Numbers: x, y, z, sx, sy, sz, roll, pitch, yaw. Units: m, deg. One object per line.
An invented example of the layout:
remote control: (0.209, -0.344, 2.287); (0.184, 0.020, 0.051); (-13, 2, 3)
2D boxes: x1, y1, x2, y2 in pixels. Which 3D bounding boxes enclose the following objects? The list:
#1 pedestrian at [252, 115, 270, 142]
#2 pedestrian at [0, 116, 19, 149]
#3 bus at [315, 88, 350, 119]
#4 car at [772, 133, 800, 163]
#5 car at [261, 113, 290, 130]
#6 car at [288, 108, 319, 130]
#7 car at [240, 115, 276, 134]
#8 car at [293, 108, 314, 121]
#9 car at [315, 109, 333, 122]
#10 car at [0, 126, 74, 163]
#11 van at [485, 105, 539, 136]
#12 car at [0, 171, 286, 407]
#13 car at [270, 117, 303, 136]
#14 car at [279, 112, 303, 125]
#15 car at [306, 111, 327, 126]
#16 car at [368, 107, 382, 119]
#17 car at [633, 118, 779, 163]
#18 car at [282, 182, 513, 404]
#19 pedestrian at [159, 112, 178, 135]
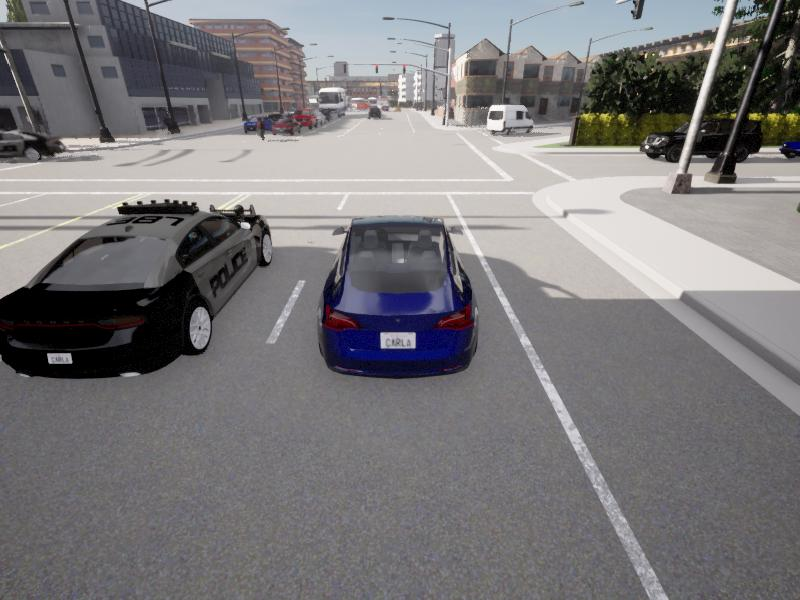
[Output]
pedestrian: (-10.793, -13.285, 31.056); (0.751, 1.860, 0.751); (21, 33, 36)
pedestrian: (-25.213, -10.619, 25.357); (0.751, 1.860, 0.751); (6, 27, 12)
bus: (-10.818, -32.432, 65.681); (3.944, 4.253, 10.273); (0, 28, 0)
car: (23.274, -8.123, 21.336); (4.718, 1.301, 1.895); (0, 26, 0)
car: (-14.305, -20.701, 46.285); (1.837, 1.490, 4.892); (0, 27, 0)
car: (-10.794, -20.501, 45.272); (2.150, 2.045, 5.566); (0, 27, 0)
car: (-14.271, -17.805, 40.483); (1.882, 1.535, 5.008); (0, 27, 0)
car: (-14.395, -27.733, 59.726); (1.882, 1.535, 5.008); (0, 28, 0)
car: (-10.878, -26.557, 57.570); (1.816, 1.474, 4.193); (0, 28, 0)
car: (-21.180, -8.347, 21.414); (5.238, 1.638, 1.930); (-6, 28, -13)
van: (10.910, -17.545, 38.938); (5.915, 2.561, 1.988); (-24, 35, -39)
car: (-3.526, -0.751, 6.335); (1.930, 1.638, 5.238); (0, 27, 0)
car: (-10.727, -16.534, 38.052); (1.812, 1.442, 4.674); (0, 27, 0)
car: (-14.333, -24.011, 52.824); (1.994, 1.385, 4.181); (0, 28, 1)
car: (-10.841, -23.678, 52.104); (1.812, 1.442, 4.674); (0, 27, 0)
car: (-3.919, -29.605, 63.246); (1.882, 1.535, 5.008); (0, 28, 0)
car: (15.941, -8.466, 21.183); (5.566, 2.045, 2.150); (0, 26, 0)
car: (-0.033, -0.602, 6.211); (2.163, 1.488, 4.792); (0, 27, 0)
pedestrian: (-20.588, -15.693, 35.574); (0.751, 1.860, 0.751); (3, 27, 6)
